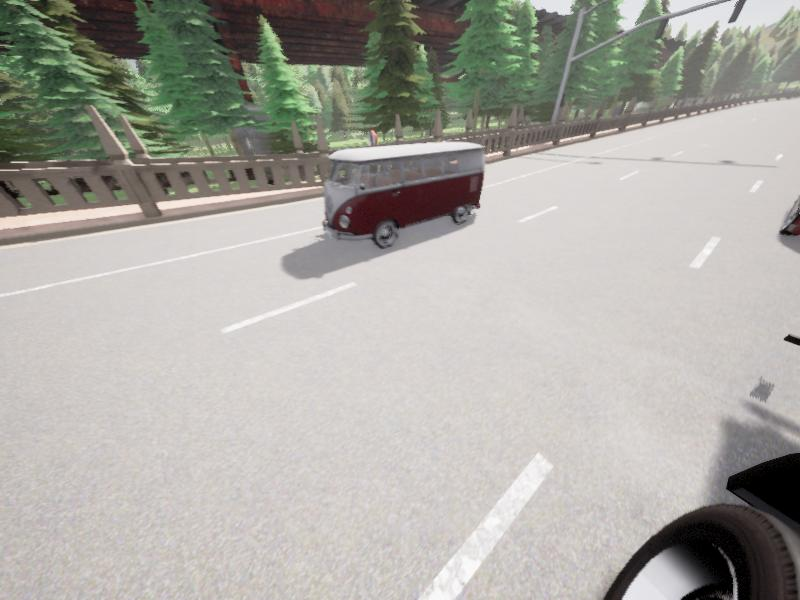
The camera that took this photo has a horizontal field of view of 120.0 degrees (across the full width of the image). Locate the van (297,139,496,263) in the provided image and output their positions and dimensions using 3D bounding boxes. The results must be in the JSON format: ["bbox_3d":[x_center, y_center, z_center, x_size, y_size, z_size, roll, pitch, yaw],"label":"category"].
[{"bbox_3d":[0.135,-2.819,5.970,4.442,1.987,1.775,-24,42,-27],"label":"van"}]

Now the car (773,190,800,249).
[{"bbox_3d":[10.086,-2.091,4.682,4.181,1.385,1.994,-26,42,-26],"label":"car"}]
